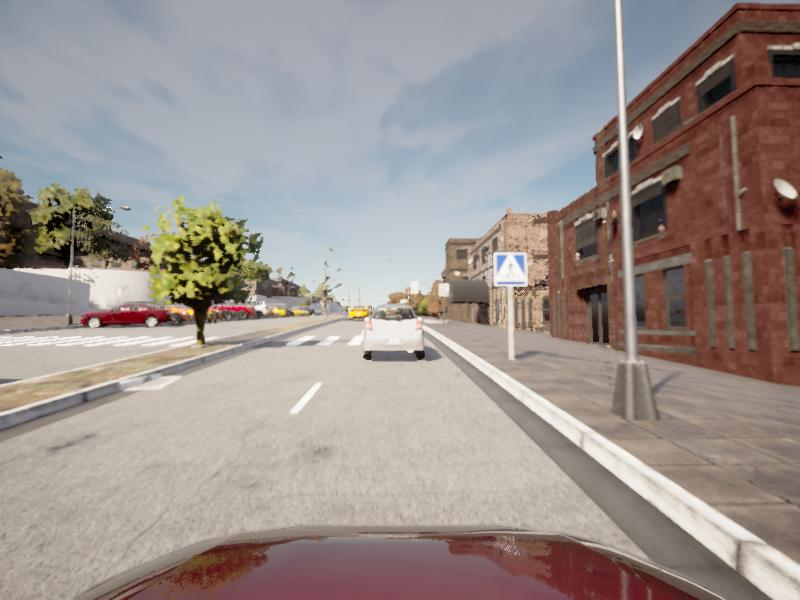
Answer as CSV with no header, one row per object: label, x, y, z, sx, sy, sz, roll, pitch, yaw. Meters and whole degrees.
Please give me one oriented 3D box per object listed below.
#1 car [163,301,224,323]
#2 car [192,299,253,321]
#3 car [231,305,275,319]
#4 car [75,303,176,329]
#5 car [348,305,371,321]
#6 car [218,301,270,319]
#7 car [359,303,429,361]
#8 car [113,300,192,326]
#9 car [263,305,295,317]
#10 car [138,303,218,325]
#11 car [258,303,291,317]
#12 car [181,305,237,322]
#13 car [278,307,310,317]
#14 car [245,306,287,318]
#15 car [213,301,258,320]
car,-17.844,1.004,34.835,4.553,1.767,2.185,0,-1,-22
car,-17.965,1.004,40.814,5.566,2.045,2.435,0,-2,-22
car,-18.251,1.488,49.716,5.008,1.535,2.097,0,-2,-22
car,-17.546,0.985,25.920,5.008,1.535,2.097,0,0,-22
car,-4.002,1.249,40.221,1.882,1.535,5.008,0,-1,-2
car,-18.187,1.152,46.733,5.566,2.045,2.435,0,-1,-22
car,-0.199,0.869,12.358,1.845,1.501,3.633,0,0,-1
car,-17.673,0.902,28.887,4.553,1.767,2.185,0,-1,-22
car,-18.624,1.724,61.612,4.553,1.767,2.185,0,-2,-22
car,-17.557,1.070,31.944,5.366,1.575,1.946,0,-1,-22
car,-18.403,1.532,58.695,4.442,1.987,1.878,0,-2,-22
car,-17.902,1.228,37.816,4.674,1.452,2.002,0,-1,-22
car,-18.681,2.120,70.616,5.366,1.575,1.946,0,-2,-22
car,-18.590,1.664,55.593,5.366,1.575,1.946,0,-2,-22
car,-17.969,1.100,43.816,4.442,1.987,1.878,0,-2,-22
